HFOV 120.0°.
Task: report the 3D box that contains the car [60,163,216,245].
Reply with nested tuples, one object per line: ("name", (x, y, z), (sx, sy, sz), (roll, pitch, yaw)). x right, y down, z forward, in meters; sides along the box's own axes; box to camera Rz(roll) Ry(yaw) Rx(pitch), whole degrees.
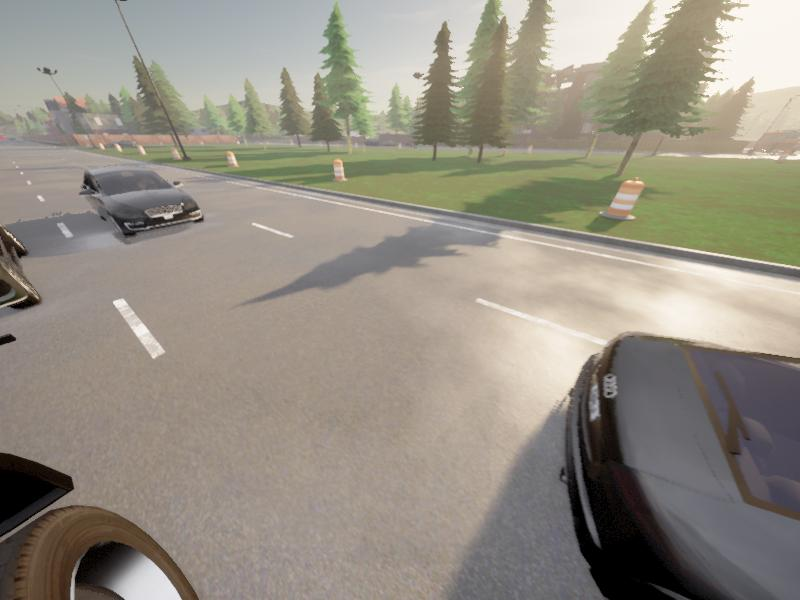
("car", (-8.145, -3.205, 7.135), (4.892, 1.490, 1.837), (22, 40, 28))

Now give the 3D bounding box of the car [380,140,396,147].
("car", (-3.592, -47.041, 69.421), (4.611, 1.667, 2.242), (22, 41, 28))

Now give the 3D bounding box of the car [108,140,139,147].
("car", (-71.454, -40.523, 59.814), (2.007, 1.525, 4.514), (12, 37, 17))

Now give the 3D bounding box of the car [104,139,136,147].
("car", (-74.439, -41.758, 61.480), (2.242, 1.667, 4.611), (13, 37, 18))

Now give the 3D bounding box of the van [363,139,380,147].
("van", (-7.972, -44.087, 64.802), (4.442, 1.987, 1.775), (22, 41, 28))

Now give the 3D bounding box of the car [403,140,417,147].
("car", (2.934, -46.863, 69.178), (3.705, 1.549, 1.789), (22, 41, 28))

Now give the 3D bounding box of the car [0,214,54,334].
("car", (-8.013, -0.751, 3.533), (5.027, 1.651, 2.152), (22, 41, 28))

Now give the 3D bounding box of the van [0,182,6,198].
("van", (-20.044, -5.762, 10.265), (4.442, 1.987, 1.775), (22, 41, 28))

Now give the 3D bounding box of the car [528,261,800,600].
("car", (3.108, 1.392, 0.776), (4.181, 1.385, 1.994), (22, 41, 28))
